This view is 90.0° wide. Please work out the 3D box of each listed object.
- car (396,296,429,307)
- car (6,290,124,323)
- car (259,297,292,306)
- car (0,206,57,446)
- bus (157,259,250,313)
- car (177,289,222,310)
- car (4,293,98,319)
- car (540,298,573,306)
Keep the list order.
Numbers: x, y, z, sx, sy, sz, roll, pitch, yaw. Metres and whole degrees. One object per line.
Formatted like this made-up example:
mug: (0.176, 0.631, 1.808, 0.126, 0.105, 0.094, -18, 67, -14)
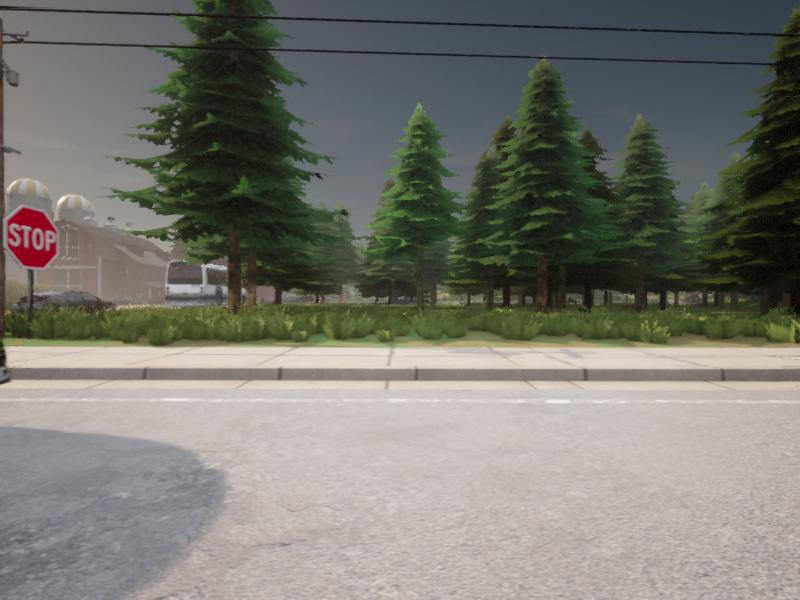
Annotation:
car: (1.927, 0.232, 61.866, 5.008, 1.535, 1.882, 0, 0, -3)
car: (-16.812, 0.270, 20.487, 2.163, 1.488, 4.792, 0, 0, -2)
car: (-20.250, 0.255, 65.040, 2.163, 1.488, 4.792, 0, 0, 34)
car: (-5.290, 0.175, 2.227, 5.027, 1.651, 2.152, 0, 0, 3)
bus: (-17.612, -1.117, 37.121, 3.944, 4.253, 10.273, 0, 0, -2)
car: (-21.218, -0.016, 42.619, 2.150, 2.045, 5.566, 0, 0, -2)
car: (-20.446, 0.322, 23.700, 1.994, 1.385, 4.181, 0, 0, -2)
car: (25.955, 0.376, 66.457, 4.718, 1.301, 1.895, 0, 0, -1)
